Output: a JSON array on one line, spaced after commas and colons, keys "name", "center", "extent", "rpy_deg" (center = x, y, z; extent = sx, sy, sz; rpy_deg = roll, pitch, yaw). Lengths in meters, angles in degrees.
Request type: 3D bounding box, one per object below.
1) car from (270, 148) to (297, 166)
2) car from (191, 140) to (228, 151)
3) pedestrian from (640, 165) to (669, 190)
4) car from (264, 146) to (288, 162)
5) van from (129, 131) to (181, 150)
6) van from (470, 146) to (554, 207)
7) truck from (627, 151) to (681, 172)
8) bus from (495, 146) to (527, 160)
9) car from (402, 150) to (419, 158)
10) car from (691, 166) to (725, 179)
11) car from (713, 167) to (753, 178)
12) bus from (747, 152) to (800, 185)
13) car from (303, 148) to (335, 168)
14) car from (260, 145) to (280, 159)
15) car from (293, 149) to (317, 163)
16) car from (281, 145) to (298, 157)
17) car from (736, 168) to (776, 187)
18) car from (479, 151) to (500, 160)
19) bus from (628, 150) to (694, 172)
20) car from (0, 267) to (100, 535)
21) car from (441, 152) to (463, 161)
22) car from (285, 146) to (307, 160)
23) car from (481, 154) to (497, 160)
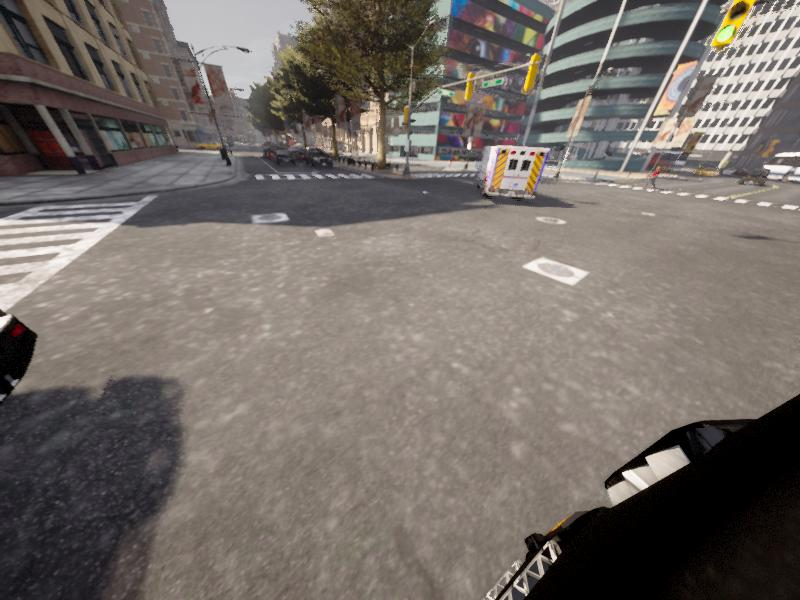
[{"name": "car", "center": [-13.165, -16.130, 26.018], "extent": [1.812, 1.442, 4.674], "rpy_deg": [-16, 38, -26]}, {"name": "car", "center": [-38.786, -31.507, 47.145], "extent": [1.801, 1.575, 5.366], "rpy_deg": [27, 40, 32]}, {"name": "pedestrian", "center": [21.855, -10.533, 19.856], "extent": [0.751, 1.860, 0.751], "rpy_deg": [-18, 39, -28]}, {"name": "car", "center": [-16.552, -19.441, 30.685], "extent": [2.007, 1.525, 4.514], "rpy_deg": [-16, 38, -26]}, {"name": "van", "center": [-45.230, -29.639, 42.952], "extent": [5.915, 2.561, 1.988], "rpy_deg": [-18, 39, -28]}, {"name": "van", "center": [5.989, -7.513, 13.591], "extent": [2.351, 2.431, 6.366], "rpy_deg": [7, 34, 5]}, {"name": "truck", "center": [60.420, -33.238, 55.419], "extent": [2.891, 3.827, 8.468], "rpy_deg": [3, 33, 1]}, {"name": "bus", "center": [42.500, -56.596, 88.941], "extent": [3.944, 4.253, 10.273], "rpy_deg": [-16, 38, -26]}, {"name": "car", "center": [2.725, -38.138, 60.308], "extent": [2.161, 1.482, 4.786], "rpy_deg": [-16, 38, -26]}, {"name": "car", "center": [55.181, -22.955, 41.527], "extent": [1.801, 1.575, 5.366], "rpy_deg": [21, 38, 26]}, {"name": "car", "center": [69.740, -26.865, 48.544], "extent": [2.038, 1.542, 4.974], "rpy_deg": [9, 34, 10]}, {"name": "bus", "center": [65.219, -21.736, 38.021], "extent": [3.944, 4.253, 10.273], "rpy_deg": [18, 36, 22]}, {"name": "car", "center": [-9.232, -16.154, 26.155], "extent": [2.242, 1.667, 4.611], "rpy_deg": [-16, 38, -26]}, {"name": "car", "center": [-19.874, -22.656, 35.315], "extent": [1.837, 1.490, 4.892], "rpy_deg": [-16, 38, -27]}, {"name": "car", "center": [-12.892, -19.609, 31.366], "extent": [1.994, 1.385, 4.181], "rpy_deg": [-16, 38, -26]}, {"name": "car", "center": [-19.591, -26.288, 40.724], "extent": [1.851, 1.617, 3.988], "rpy_deg": [-16, 38, -26]}, {"name": "car", "center": [44.685, -15.400, 28.999], "extent": [3.866, 1.878, 1.905], "rpy_deg": [-18, 39, -28]}, {"name": "car", "center": [28.482, -46.129, 73.687], "extent": [2.435, 2.045, 5.566], "rpy_deg": [-16, 38, -26]}, {"name": "bus", "center": [67.051, -36.181, 59.995], "extent": [3.944, 4.253, 10.273], "rpy_deg": [-3, 34, -9]}, {"name": "car", "center": [-4.795, 1.019, 0.357], "extent": [4.605, 1.855, 1.932], "rpy_deg": [-16, 38, -26]}, {"name": "car", "center": [12.128, -33.464, 53.901], "extent": [2.128, 1.511, 4.902], "rpy_deg": [-16, 38, -26]}, {"name": "car", "center": [-16.246, -22.965, 36.048], "extent": [2.128, 1.511, 4.902], "rpy_deg": [-16, 38, -26]}, {"name": "car", "center": [28.436, -45.832, 73.944], "extent": [2.007, 1.523, 4.514], "rpy_deg": [-16, 38, -26]}]
